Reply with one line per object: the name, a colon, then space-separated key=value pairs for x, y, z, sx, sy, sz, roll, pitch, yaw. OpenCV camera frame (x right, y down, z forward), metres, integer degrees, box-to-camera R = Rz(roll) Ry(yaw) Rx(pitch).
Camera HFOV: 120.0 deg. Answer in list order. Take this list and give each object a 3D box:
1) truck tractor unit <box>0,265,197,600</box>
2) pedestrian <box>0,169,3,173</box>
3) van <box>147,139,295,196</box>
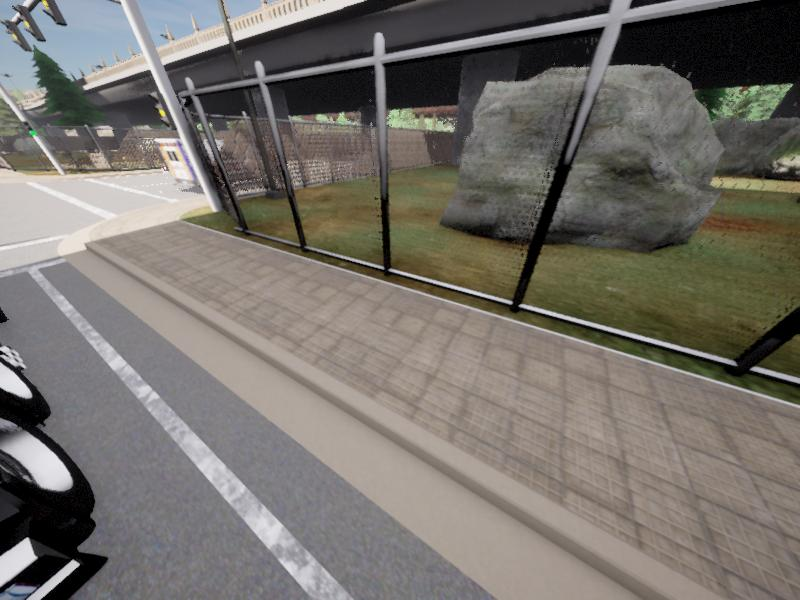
truck tractor unit: x=-5.108 y=-0.304 z=0.781 sx=6.516 sy=4.208 sz=3.053 roll=18 pitch=39 yaw=24
pedestrian: x=-32.466 y=-10.660 z=18.073 sx=0.751 sy=1.300 sz=0.751 roll=29 pitch=44 yaw=35
van: x=-10.129 y=-8.316 z=14.084 sx=2.351 sy=2.431 sz=6.366 roll=18 pitch=38 yaw=24
